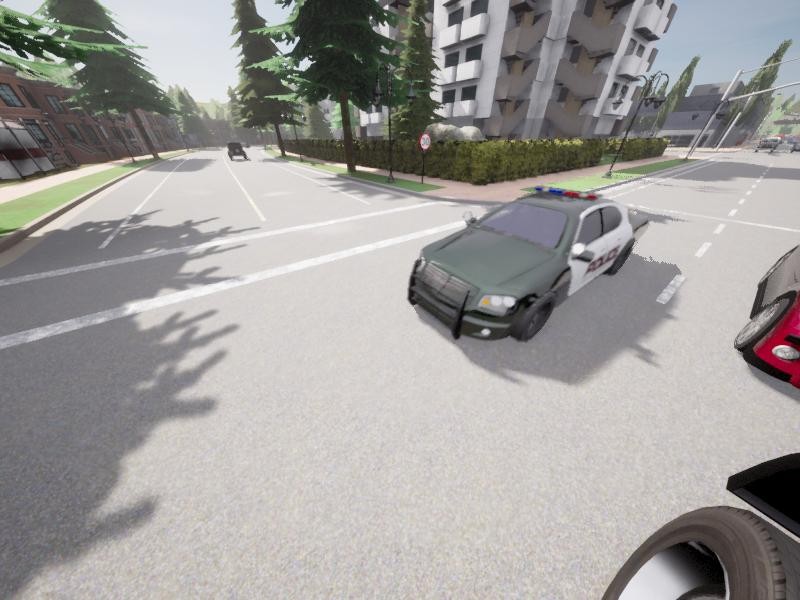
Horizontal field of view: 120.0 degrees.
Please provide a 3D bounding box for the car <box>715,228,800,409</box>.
[{"bbox_3d":[5.839,0.058,2.531,3.806,1.475,1.970,-22,41,-28],"label":"car"}]

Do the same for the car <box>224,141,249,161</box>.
[{"bbox_3d":[-20.608,-18.791,29.030,1.905,1.878,3.866,-20,40,-26],"label":"car"}]

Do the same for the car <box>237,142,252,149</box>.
[{"bbox_3d":[-40.005,-39.902,59.558,2.033,1.411,5.357,-11,36,-15],"label":"car"}]

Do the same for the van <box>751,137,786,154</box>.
[{"bbox_3d":[58.144,-24.452,36.464,4.480,2.038,2.069,-23,41,-28],"label":"van"}]

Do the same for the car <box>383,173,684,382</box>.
[{"bbox_3d":[2.395,-1.028,4.025,4.974,1.542,2.038,-23,41,-28],"label":"car"}]

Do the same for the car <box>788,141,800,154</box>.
[{"bbox_3d":[61.850,-23.287,35.269,4.792,1.488,2.163,-23,41,-28],"label":"car"}]
